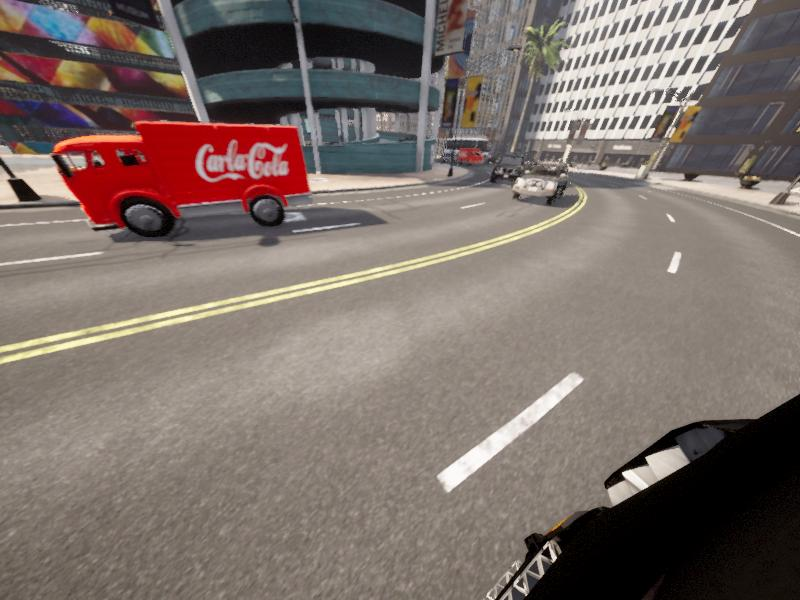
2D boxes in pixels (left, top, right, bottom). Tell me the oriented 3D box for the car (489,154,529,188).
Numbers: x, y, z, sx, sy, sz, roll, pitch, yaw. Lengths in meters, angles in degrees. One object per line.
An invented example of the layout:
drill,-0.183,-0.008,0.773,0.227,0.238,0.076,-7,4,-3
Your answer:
car,9.266,-11.011,19.404,2.150,2.045,5.566,17,36,20

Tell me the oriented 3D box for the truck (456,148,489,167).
truck,12.124,-24.237,39.213,2.627,2.467,5.204,-6,35,-14

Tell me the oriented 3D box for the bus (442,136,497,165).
bus,13.179,-29.320,45.380,3.944,4.253,10.273,-13,37,-23

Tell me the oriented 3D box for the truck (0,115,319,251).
truck,-5.544,-3.546,6.657,5.204,2.467,2.627,-19,39,-25

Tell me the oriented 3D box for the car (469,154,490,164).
car,16.150,-28.672,47.053,1.789,1.549,3.705,-12,37,-21

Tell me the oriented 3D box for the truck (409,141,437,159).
truck,5.893,-40.237,61.779,2.891,3.827,8.468,-16,38,-26

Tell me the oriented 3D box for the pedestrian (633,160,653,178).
pedestrian,29.711,-16.042,28.268,0.751,1.860,0.751,9,34,9

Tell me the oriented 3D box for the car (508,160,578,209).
car,7.848,-6.433,12.539,1.932,1.855,4.605,26,40,30

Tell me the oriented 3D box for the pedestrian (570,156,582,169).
pedestrian,30.122,-23.519,39.609,0.751,1.860,0.751,4,33,1

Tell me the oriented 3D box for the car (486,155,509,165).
car,19.865,-28.711,47.314,1.851,1.617,3.988,-12,36,-21

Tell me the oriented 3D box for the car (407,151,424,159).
car,4.009,-37.220,59.243,2.007,1.525,4.514,-16,38,-26

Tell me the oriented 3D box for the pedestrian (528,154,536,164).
pedestrian,29.969,-31.967,52.387,0.751,1.860,0.751,6,34,5

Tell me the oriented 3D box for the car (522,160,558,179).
car,15.597,-14.743,25.960,2.007,1.525,4.514,8,34,8

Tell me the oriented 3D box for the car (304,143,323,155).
car,-18.662,-32.637,49.864,2.435,2.045,5.566,-16,38,-26
